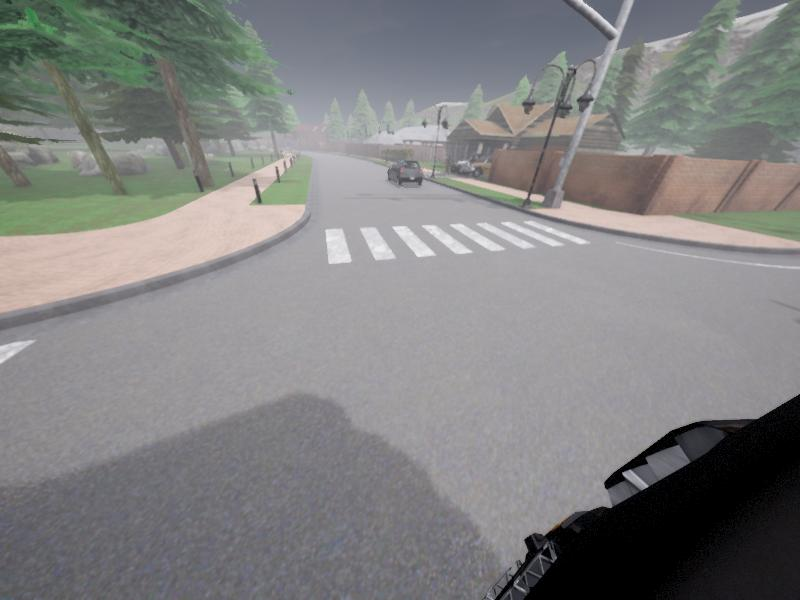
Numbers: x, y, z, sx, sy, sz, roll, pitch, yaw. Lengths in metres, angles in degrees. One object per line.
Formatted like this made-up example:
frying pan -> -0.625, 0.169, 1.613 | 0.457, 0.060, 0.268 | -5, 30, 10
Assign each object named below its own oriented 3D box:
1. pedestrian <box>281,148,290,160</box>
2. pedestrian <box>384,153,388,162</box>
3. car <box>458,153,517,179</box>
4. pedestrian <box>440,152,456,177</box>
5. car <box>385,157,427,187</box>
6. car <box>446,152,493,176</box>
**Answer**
pedestrian -> -14.971, -19.139, 30.238 | 0.751, 1.300, 0.751 | -7, 35, -15
pedestrian -> -2.287, -22.561, 36.614 | 0.500, 1.100, 0.500 | -12, 36, -22
car -> 8.160, -12.557, 21.667 | 4.605, 1.855, 1.932 | -7, 35, -15
pedestrian -> 4.243, -11.996, 20.457 | 0.751, 1.860, 0.751 | -25, 43, -36
car -> 0.280, -9.152, 16.450 | 1.845, 1.501, 3.633 | -7, 35, -15
car -> 7.060, -13.861, 23.555 | 3.866, 1.878, 1.905 | -7, 35, -15
